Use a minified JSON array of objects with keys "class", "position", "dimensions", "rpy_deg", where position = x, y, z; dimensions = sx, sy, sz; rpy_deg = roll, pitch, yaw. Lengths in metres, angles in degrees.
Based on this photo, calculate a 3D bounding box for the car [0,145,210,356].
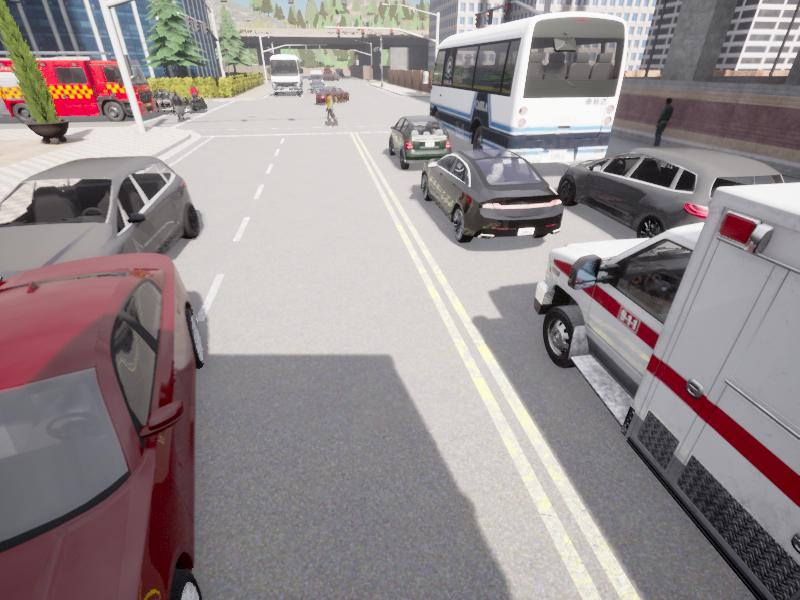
[{"class":"car","position":[-4.978,-1.202,6.437],"dimensions":[2.242,1.667,4.611],"rpy_deg":[-5,30,-8]}]

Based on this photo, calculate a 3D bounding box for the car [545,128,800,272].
[{"class":"car","position":[5.407,-2.444,8.533],"dimensions":[2.242,1.667,4.611],"rpy_deg":[-5,31,-9]}]

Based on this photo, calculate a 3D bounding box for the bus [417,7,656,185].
[{"class":"bus","position":[3.716,-7.947,15.397],"dimensions":[3.944,4.253,10.273],"rpy_deg":[-5,31,-9]}]

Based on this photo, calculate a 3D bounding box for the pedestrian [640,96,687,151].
[{"class":"pedestrian","position":[10.189,-6.854,15.539],"dimensions":[0.751,1.860,0.751],"rpy_deg":[-9,31,-14]}]

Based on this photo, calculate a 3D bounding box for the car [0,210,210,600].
[{"class":"car","position":[-2.622,0.912,2.928],"dimensions":[1.882,1.535,5.008],"rpy_deg":[-13,32,-20]}]

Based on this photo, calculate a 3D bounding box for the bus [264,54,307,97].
[{"class":"bus","position":[-13.871,-27.987,49.727],"dimensions":[3.944,4.253,10.273],"rpy_deg":[-5,31,-9]}]

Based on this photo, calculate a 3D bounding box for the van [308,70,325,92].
[{"class":"van","position":[-12.108,-31.905,58.131],"dimensions":[1.988,2.561,5.915],"rpy_deg":[-5,31,-9]}]

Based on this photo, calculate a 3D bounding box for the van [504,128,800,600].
[{"class":"van","position":[3.124,0.792,2.246],"dimensions":[2.351,2.431,6.366],"rpy_deg":[-5,31,-9]}]

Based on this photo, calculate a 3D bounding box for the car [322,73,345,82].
[{"class":"car","position":[-14.870,-49.669,89.385],"dimensions":[4.856,1.649,2.033],"rpy_deg":[22,38,33]}]

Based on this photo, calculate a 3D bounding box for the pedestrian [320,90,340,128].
[{"class":"pedestrian","position":[-3.932,-10.750,22.528],"dimensions":[0.751,1.860,0.751],"rpy_deg":[-14,33,-23]}]

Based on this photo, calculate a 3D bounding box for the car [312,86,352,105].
[{"class":"car","position":[-6.363,-19.478,38.009],"dimensions":[1.994,1.385,4.181],"rpy_deg":[10,32,17]}]

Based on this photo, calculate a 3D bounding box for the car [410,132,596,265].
[{"class":"car","position":[1.773,-2.585,8.938],"dimensions":[2.128,1.511,4.902],"rpy_deg":[-5,31,-9]}]

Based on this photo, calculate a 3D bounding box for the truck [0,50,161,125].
[{"class":"truck","position":[-20.576,-13.302,25.019],"dimensions":[8.468,3.827,2.891],"rpy_deg":[-5,31,-8]}]

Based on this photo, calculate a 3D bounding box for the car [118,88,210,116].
[{"class":"car","position":[-17.093,-14.528,29.278],"dimensions":[5.238,1.638,1.930],"rpy_deg":[-5,31,-9]}]

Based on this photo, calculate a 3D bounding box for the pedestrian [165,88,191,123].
[{"class":"pedestrian","position":[-13.580,-11.908,24.523],"dimensions":[0.751,1.860,0.751],"rpy_deg":[-5,31,-9]}]

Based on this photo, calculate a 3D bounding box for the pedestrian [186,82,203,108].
[{"class":"pedestrian","position":[-17.151,-17.134,33.474],"dimensions":[0.751,1.860,0.751],"rpy_deg":[-19,35,-28]}]

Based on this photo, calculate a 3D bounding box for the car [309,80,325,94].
[{"class":"car","position":[-10.720,-27.585,51.817],"dimensions":[1.812,1.442,4.674],"rpy_deg":[-5,31,-9]}]

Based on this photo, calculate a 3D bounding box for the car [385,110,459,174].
[{"class":"car","position":[0.635,-5.794,14.390],"dimensions":[1.789,1.549,3.705],"rpy_deg":[-5,31,-9]}]
